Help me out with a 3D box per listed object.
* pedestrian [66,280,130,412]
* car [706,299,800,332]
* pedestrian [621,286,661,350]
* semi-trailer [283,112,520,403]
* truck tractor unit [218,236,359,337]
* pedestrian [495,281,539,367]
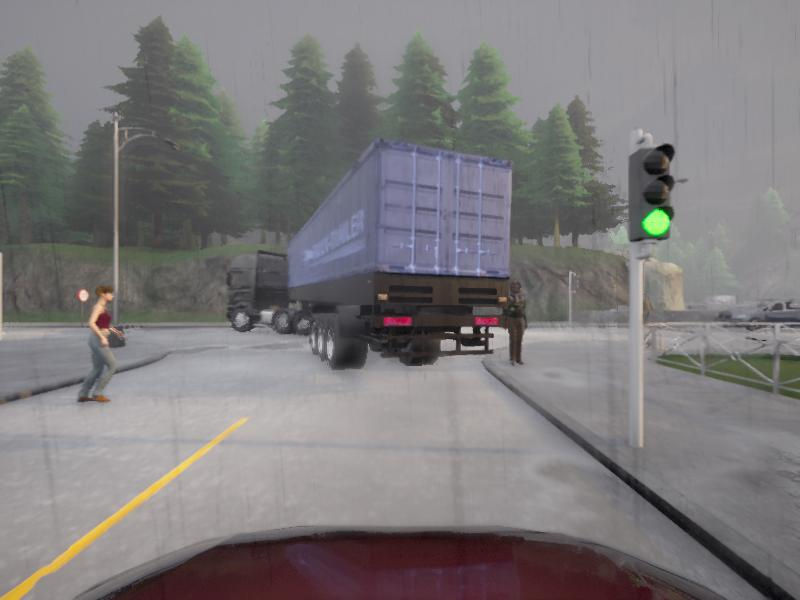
[{"bbox_3d":[-4.612,0.642,6.157,0.751,1.860,0.751,0,0,-34],"label":"pedestrian"},{"bbox_3d":[19.419,0.774,21.251,4.611,1.667,2.242,0,0,0],"label":"car"},{"bbox_3d":[7.196,0.534,11.982,0.751,1.860,0.751,0,0,-1],"label":"pedestrian"},{"bbox_3d":[-1.768,-0.627,13.191,2.717,4.402,14.254,1,0,-21],"label":"semi-trailer"},{"bbox_3d":[-5.584,-0.518,19.810,6.516,4.208,3.053,0,-2,32],"label":"truck tractor unit"},{"bbox_3d":[2.631,0.524,9.044,0.751,1.860,0.751,0,0,-4],"label":"pedestrian"}]
